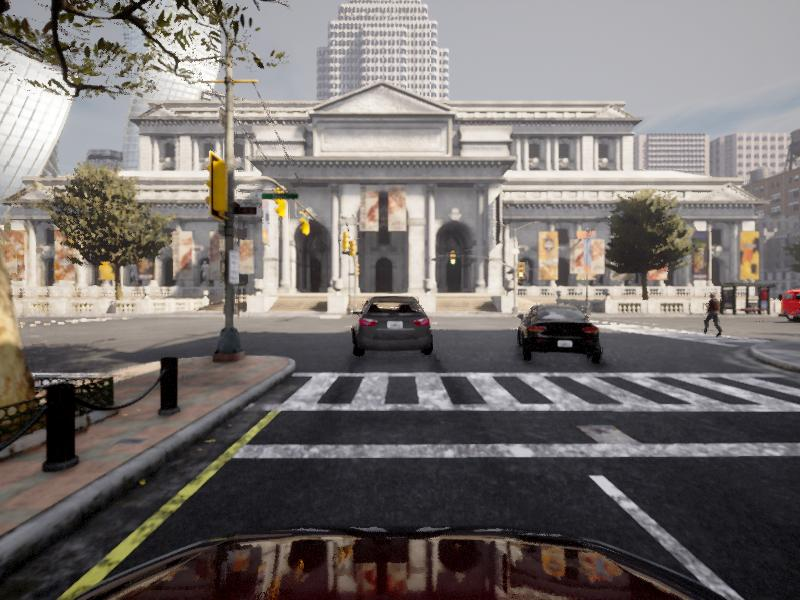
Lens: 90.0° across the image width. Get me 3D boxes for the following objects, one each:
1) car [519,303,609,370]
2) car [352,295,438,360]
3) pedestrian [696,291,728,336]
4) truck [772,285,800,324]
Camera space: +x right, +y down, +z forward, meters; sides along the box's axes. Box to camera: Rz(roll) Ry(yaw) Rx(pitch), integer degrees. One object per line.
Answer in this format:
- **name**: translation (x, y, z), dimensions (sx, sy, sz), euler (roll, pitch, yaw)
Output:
- **car**: translation (4.395, 0.827, 11.393), dimensions (1.812, 1.442, 4.674), euler (0, 0, 15)
- **car**: translation (-0.397, 0.709, 12.758), dimensions (2.242, 1.667, 4.611), euler (0, 0, -7)
- **pedestrian**: translation (13.236, 0.574, 16.979), dimensions (0.751, 1.860, 0.751), euler (0, 0, -1)
- **truck**: translation (27.706, 0.260, 25.697), dimensions (5.204, 2.467, 2.627), euler (0, 0, 0)
